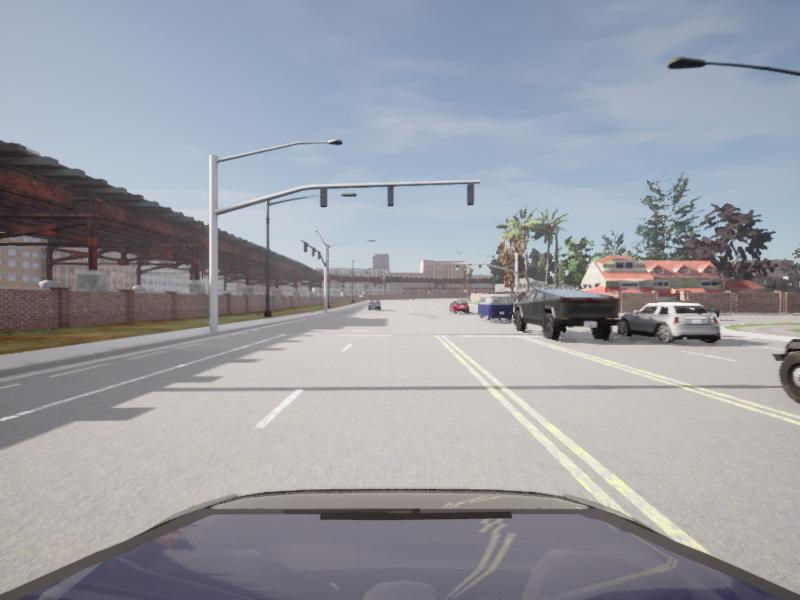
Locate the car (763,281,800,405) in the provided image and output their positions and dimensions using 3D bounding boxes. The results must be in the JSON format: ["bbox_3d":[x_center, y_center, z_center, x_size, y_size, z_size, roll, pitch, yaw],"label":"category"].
[{"bbox_3d":[7.006,0.647,4.734,1.905,1.878,3.866,0,0,0],"label":"car"}]

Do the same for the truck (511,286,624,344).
[{"bbox_3d":[6.985,0.549,17.753,2.390,2.098,6.274,0,0,0],"label":"truck"}]

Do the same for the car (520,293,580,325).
[{"bbox_3d":[10.476,0.570,28.417,2.150,2.045,5.566,0,0,0],"label":"car"}]

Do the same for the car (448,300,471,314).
[{"bbox_3d":[6.969,0.799,47.036,2.007,1.525,4.514,0,0,0],"label":"car"}]

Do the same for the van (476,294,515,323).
[{"bbox_3d":[6.978,0.603,29.630,1.775,1.987,4.442,0,0,0],"label":"van"}]

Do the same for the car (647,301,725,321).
[{"bbox_3d":[22.478,0.863,31.552,4.892,1.490,1.837,0,0,-2],"label":"car"}]

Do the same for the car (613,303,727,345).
[{"bbox_3d":[10.491,0.859,15.941,1.970,1.475,3.806,0,0,0],"label":"car"}]
